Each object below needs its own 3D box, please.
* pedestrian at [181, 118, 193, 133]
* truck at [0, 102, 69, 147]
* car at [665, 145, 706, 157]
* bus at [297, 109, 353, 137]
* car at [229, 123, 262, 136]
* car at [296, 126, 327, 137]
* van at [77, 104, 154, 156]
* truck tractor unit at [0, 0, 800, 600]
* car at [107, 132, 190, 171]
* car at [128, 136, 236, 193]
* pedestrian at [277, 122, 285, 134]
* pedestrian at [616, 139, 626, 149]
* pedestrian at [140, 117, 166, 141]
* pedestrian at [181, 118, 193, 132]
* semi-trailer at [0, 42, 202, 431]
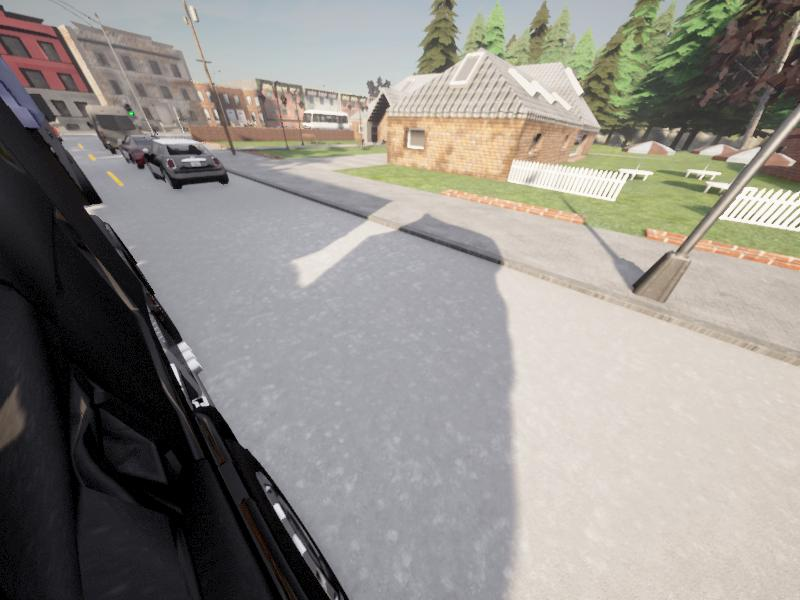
[{"bbox_3d":[-34.210,-28.078,37.130,0.751,1.860,0.751,-29,47,-35],"label":"pedestrian"},{"bbox_3d":[-28.611,-13.480,17.723,5.204,2.467,2.627,28,44,30],"label":"truck"},{"bbox_3d":[58.491,-30.593,47.477,5.027,1.651,2.152,28,44,30],"label":"car"},{"bbox_3d":[-15.450,-37.309,48.872,3.944,4.253,10.273,28,44,30],"label":"bus"},{"bbox_3d":[-26.289,-29.021,39.324,1.851,1.617,3.988,28,44,30],"label":"car"},{"bbox_3d":[-16.645,-31.837,43.759,1.882,1.535,5.008,28,44,30],"label":"car"},{"bbox_3d":[-19.930,-11.946,16.183,5.915,2.561,1.988,29,44,30],"label":"van"},{"bbox_3d":[-2.645,-0.295,0.351,6.516,4.208,3.053,28,44,30],"label":"truck tractor unit"},{"bbox_3d":[-13.492,-8.069,12.401,4.181,1.385,1.994,28,44,30],"label":"car"},{"bbox_3d":[-8.757,-5.576,9.290,3.806,1.475,1.970,28,44,30],"label":"car"},{"bbox_3d":[-25.109,-36.398,48.897,0.751,1.860,0.751,21,41,23],"label":"pedestrian"},{"bbox_3d":[47.519,-33.528,49.669,0.751,1.860,0.751,24,42,26],"label":"pedestrian"},{"bbox_3d":[-24.579,-17.049,23.025,0.751,1.860,0.751,8,37,7],"label":"pedestrian"},{"bbox_3d":[-34.631,-28.373,37.495,0.751,1.860,0.751,-25,45,-32],"label":"pedestrian"},{"bbox_3d":[-8.701,-3.609,4.216,14.254,4.402,2.717,28,44,30],"label":"semi-trailer"}]
